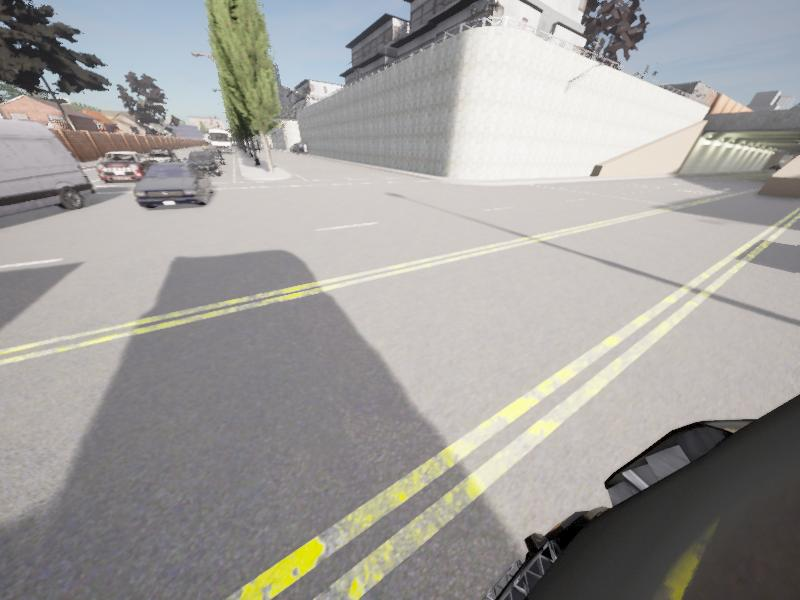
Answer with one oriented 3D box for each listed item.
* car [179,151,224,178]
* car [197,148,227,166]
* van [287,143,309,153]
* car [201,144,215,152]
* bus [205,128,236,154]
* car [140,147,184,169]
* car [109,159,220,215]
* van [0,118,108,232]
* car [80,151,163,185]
[{"bbox_3d":[-14.942,-10.443,17.655,1.837,1.490,4.892,-17,38,-26],"label":"car"},{"bbox_3d":[-20.448,-15.707,25.319,2.007,1.525,4.514,-17,38,-26],"label":"car"},{"bbox_3d":[-32.490,-48.654,73.699,5.915,2.561,1.988,-18,38,-25],"label":"van"},{"bbox_3d":[-47.090,-37.365,56.702,1.882,1.535,5.008,-17,38,-26],"label":"car"},{"bbox_3d":[-38.943,-34.664,50.607,3.944,4.253,10.273,-17,38,-26],"label":"bus"},{"bbox_3d":[-21.585,-13.042,21.156,1.789,1.549,3.705,-17,38,-26],"label":"car"},{"bbox_3d":[-9.431,-5.067,9.883,2.033,1.411,5.357,-15,37,-25],"label":"car"},{"bbox_3d":[-11.842,-3.266,5.946,1.988,2.561,5.915,-6,34,-14],"label":"van"},{"bbox_3d":[-16.383,-8.044,13.924,1.970,1.475,3.806,-17,38,-26],"label":"car"}]
